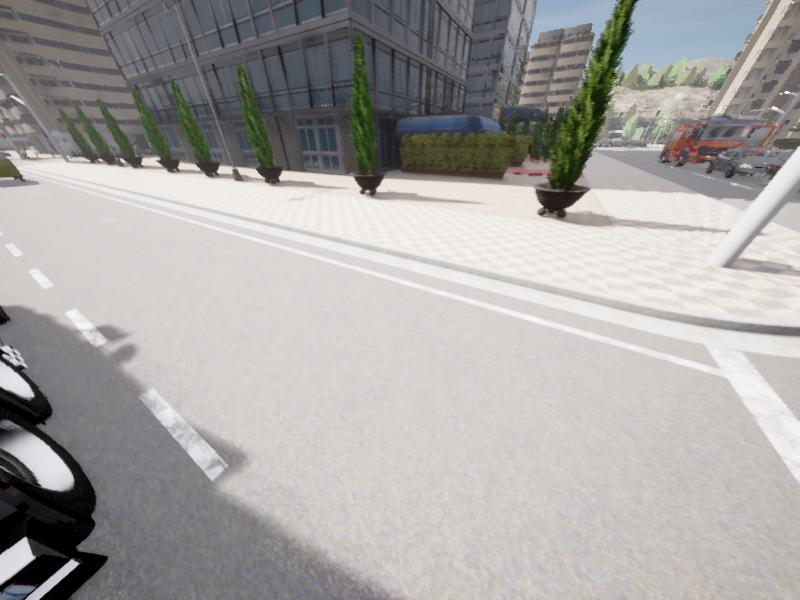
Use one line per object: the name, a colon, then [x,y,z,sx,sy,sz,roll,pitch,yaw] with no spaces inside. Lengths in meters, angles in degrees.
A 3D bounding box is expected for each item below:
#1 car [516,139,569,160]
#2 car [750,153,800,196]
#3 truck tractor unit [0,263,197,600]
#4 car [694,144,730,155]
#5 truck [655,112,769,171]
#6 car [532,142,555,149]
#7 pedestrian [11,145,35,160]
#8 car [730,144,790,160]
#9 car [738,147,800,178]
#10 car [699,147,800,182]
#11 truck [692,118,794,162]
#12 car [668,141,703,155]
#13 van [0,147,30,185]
car: [18.224,-19.413,29.637,6.274,2.098,2.390,-18,39,-24]
car: [20.302,-5.993,11.081,1.882,1.535,5.008,18,39,24]
truck tractor unit: [-5.113,-0.298,0.783,6.516,4.208,3.053,18,39,24]
car: [50.988,-24.751,37.896,1.994,1.385,4.181,18,39,24]
truck: [28.227,-14.871,21.760,2.891,3.827,8.468,19,39,25]
car: [36.608,-39.456,59.043,4.792,1.488,2.163,18,39,25]
pedestrian: [-53.503,-20.919,32.775,0.751,1.860,0.751,6,35,9]
car: [44.852,-18.619,29.019,2.128,1.511,4.902,18,39,24]
car: [28.517,-10.281,17.076,1.930,1.638,5.238,18,39,24]
car: [23.559,-9.333,15.732,2.242,1.667,4.611,18,39,24]
truck: [40.576,-19.301,28.012,2.891,3.827,8.468,18,39,24]
car: [47.621,-25.577,38.740,2.097,1.767,4.553,18,39,24]
van: [-27.643,-9.033,15.480,4.442,1.987,1.775,18,39,24]
